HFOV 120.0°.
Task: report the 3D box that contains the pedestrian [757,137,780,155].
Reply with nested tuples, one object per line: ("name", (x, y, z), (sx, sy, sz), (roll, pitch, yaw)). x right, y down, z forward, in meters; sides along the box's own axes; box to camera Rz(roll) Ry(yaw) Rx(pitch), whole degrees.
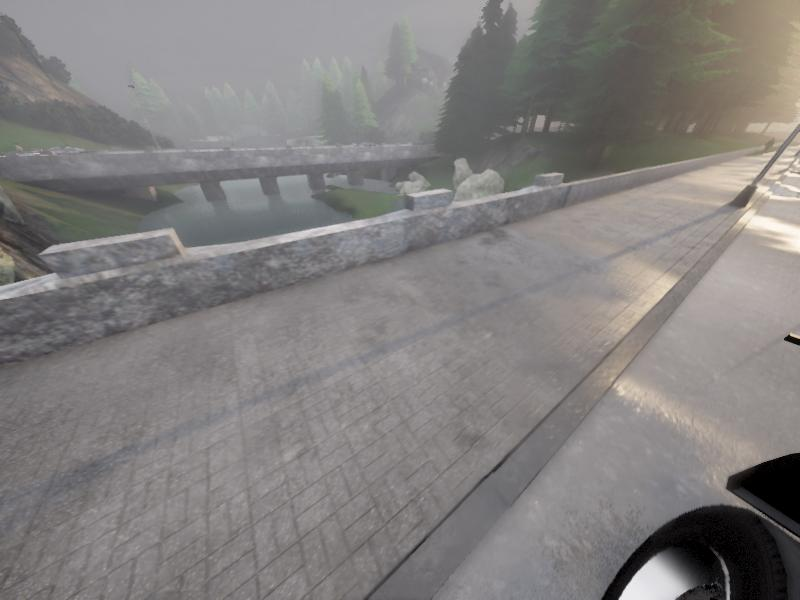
("pedestrian", (48.541, -20.270, 30.410), (0.751, 1.860, 0.751), (-21, 40, -27))

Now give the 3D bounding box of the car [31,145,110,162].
("car", (-41.075, -18.462, 29.040), (5.238, 1.638, 1.930), (-21, 40, -27))

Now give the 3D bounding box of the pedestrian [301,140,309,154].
("pedestrian", (-15.515, -25.034, 37.730), (0.751, 1.860, 0.751), (-22, 40, -27))

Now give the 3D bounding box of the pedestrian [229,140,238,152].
("pedestrian", (-31.217, -28.910, 43.366), (0.751, 1.860, 0.751), (-20, 40, -26))

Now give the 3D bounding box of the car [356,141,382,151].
("car", (-6.373, -32.026, 48.073), (5.008, 1.535, 1.882), (-22, 40, -27))

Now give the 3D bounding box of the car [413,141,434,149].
("car", (5.569, -36.687, 54.633), (4.514, 1.525, 2.007), (-21, 40, -27))
